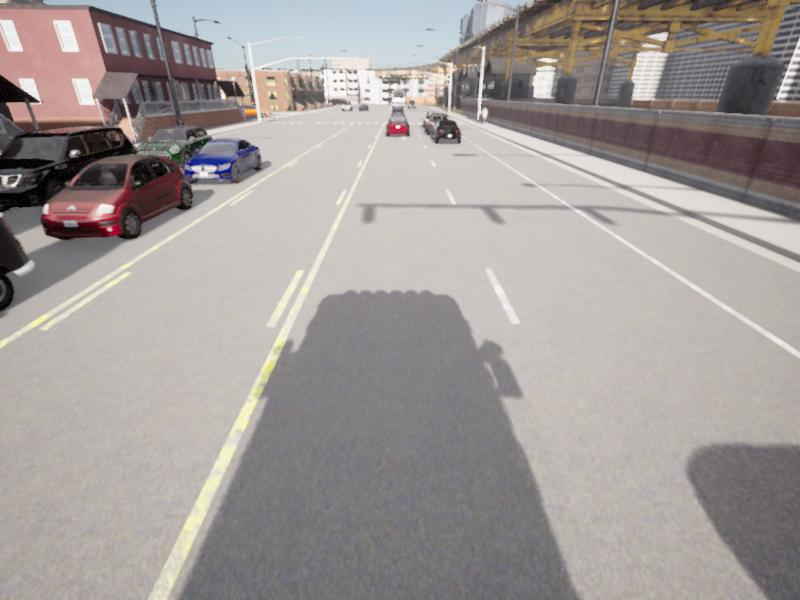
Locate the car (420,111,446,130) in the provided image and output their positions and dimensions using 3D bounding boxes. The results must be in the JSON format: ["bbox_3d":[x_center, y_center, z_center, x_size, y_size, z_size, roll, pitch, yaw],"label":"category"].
[{"bbox_3d":[3.293,-18.321,40.730,2.128,1.511,4.902,0,27,0],"label":"car"}]

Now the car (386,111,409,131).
[{"bbox_3d":[-0.202,-17.744,39.585,2.128,1.511,4.902,0,27,0],"label":"car"}]

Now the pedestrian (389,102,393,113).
[{"bbox_3d":[-1.681,-36.031,74.798,0.751,1.860,0.751,-3,27,-6],"label":"pedestrian"}]

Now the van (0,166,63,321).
[{"bbox_3d":[-7.016,-0.143,4.648,2.069,2.038,4.480,0,27,0],"label":"van"}]

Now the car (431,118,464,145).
[{"bbox_3d":[3.354,-12.296,29.056,1.812,1.442,4.674,0,27,0],"label":"car"}]

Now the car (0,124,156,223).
[{"bbox_3d":[-10.536,-4.217,12.566,2.150,2.045,5.566,0,27,0],"label":"car"}]

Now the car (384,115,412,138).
[{"bbox_3d":[-0.168,-14.600,33.488,2.163,1.488,4.792,0,27,0],"label":"car"}]

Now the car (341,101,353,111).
[{"bbox_3d":[-10.932,-40.136,82.789,1.932,1.855,4.605,0,27,0],"label":"car"}]

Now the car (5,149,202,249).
[{"bbox_3d":[-7.047,-2.753,10.212,1.851,1.617,3.988,0,27,0],"label":"car"}]

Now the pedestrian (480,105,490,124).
[{"bbox_3d":[9.339,-20.412,44.069,0.751,1.860,0.751,-3,27,-6],"label":"pedestrian"}]

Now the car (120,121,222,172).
[{"bbox_3d":[-10.592,-7.405,19.059,2.097,1.767,4.553,0,27,0],"label":"car"}]

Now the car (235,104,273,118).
[{"bbox_3d":[-20.983,-27.285,57.773,4.553,1.767,2.097,0,27,0],"label":"car"}]

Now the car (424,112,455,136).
[{"bbox_3d":[3.328,-15.291,34.648,2.242,1.667,4.611,0,27,0],"label":"car"}]

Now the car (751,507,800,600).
[{"bbox_3d":[3.507,2.303,0.673,1.994,1.385,4.181,0,27,0],"label":"car"}]

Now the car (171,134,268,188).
[{"bbox_3d":[-7.068,-5.811,16.354,1.812,1.442,4.674,0,27,0],"label":"car"}]

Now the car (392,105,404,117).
[{"bbox_3d":[-0.331,-30.207,63.858,1.882,1.535,5.008,0,27,0],"label":"car"}]
